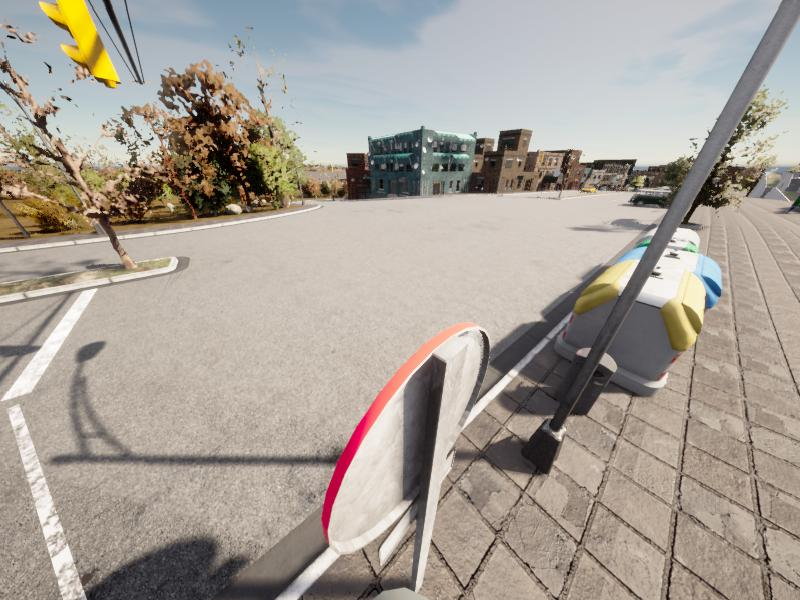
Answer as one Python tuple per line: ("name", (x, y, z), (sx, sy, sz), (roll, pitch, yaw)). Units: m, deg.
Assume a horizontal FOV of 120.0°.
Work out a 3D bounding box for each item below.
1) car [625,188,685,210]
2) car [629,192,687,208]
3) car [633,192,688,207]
("car", (32.099, -12.864, 29.311), (4.442, 1.987, 1.878), (17, 33, 25))
("car", (34.472, -13.468, 31.109), (4.674, 1.452, 2.002), (17, 32, 25))
("car", (36.754, -14.328, 32.812), (4.674, 1.452, 2.002), (17, 33, 25))
